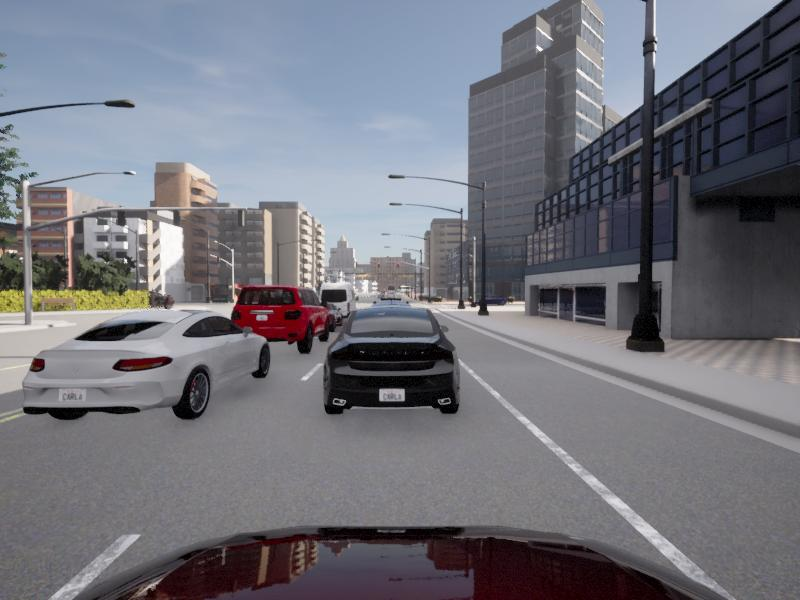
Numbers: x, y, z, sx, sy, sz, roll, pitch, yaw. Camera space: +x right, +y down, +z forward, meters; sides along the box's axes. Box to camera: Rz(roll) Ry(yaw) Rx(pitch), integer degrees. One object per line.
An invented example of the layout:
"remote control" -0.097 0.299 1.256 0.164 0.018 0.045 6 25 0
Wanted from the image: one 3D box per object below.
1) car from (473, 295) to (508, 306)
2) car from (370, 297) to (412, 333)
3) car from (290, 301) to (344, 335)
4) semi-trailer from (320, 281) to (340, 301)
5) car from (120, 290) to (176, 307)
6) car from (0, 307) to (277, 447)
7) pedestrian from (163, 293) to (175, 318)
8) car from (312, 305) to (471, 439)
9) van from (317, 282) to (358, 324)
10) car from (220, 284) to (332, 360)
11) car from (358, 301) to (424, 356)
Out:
"car" 12.127 0.028 53.711 4.193 1.474 1.816 0 2 -1
"car" -0.475 0.699 21.249 1.930 1.638 5.238 0 1 -1
"car" -4.026 0.806 20.241 1.812 1.442 4.674 0 0 -1
"semi-trailer" -16.104 -2.042 93.232 2.717 4.402 14.254 0 1 -2
"car" -31.155 -0.174 49.607 5.566 2.045 2.150 0 2 -1
"car" -3.644 0.882 6.694 1.812 1.442 4.674 0 0 -1
"pedestrian" -17.557 0.385 30.378 0.751 1.860 0.751 -1 2 -28
"car" -0.149 0.857 7.057 1.837 1.490 4.892 0 0 -1
"van" -4.109 0.127 27.401 1.988 2.561 5.915 0 1 -1
"car" -3.805 0.564 13.567 2.150 2.045 5.566 0 0 -1
"car" -0.303 0.818 13.945 1.882 1.535 5.008 0 0 -1
